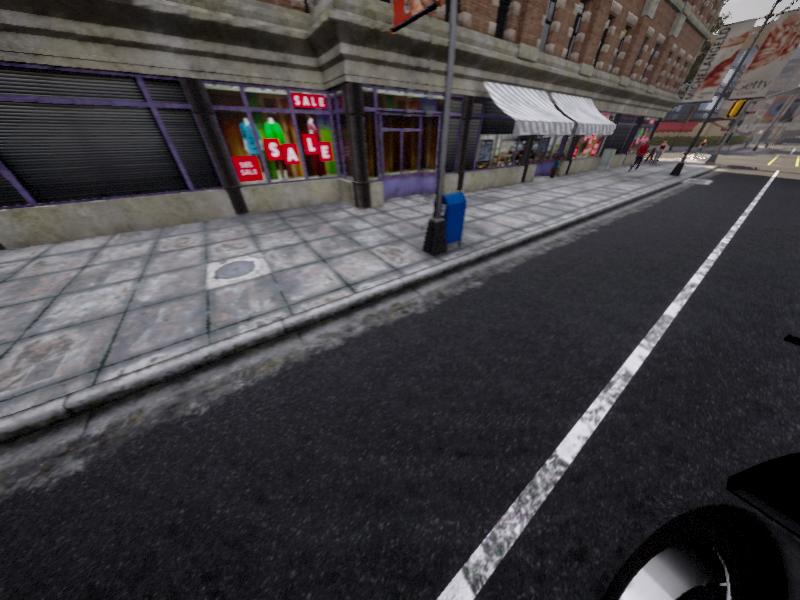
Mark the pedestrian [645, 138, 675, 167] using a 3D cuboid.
[{"bbox_3d":[20.932,-11.880,18.610,0.751,1.860,0.751,-23,41,-28],"label":"pedestrian"}]

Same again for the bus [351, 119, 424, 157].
[{"bbox_3d":[-1.704,-24.810,35.366,10.273,4.253,3.944,-22,41,-28],"label":"bus"}]

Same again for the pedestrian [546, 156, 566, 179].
[{"bbox_3d":[9.080,-7.702,13.465,0.500,1.100,0.500,-22,40,-27],"label":"pedestrian"}]

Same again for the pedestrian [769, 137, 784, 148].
[{"bbox_3d":[78.175,-32.832,48.009,0.751,1.860,0.751,-19,39,-24],"label":"pedestrian"}]

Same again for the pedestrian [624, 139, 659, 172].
[{"bbox_3d":[16.357,-9.799,15.707,0.751,1.860,0.751,-17,38,-22],"label":"pedestrian"}]

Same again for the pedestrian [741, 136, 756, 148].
[{"bbox_3d":[64.504,-29.207,42.739,0.751,1.860,0.751,-22,41,-28],"label":"pedestrian"}]

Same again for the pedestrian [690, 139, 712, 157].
[{"bbox_3d":[37.314,-18.871,28.621,0.751,1.860,0.751,-20,40,-25],"label":"pedestrian"}]
